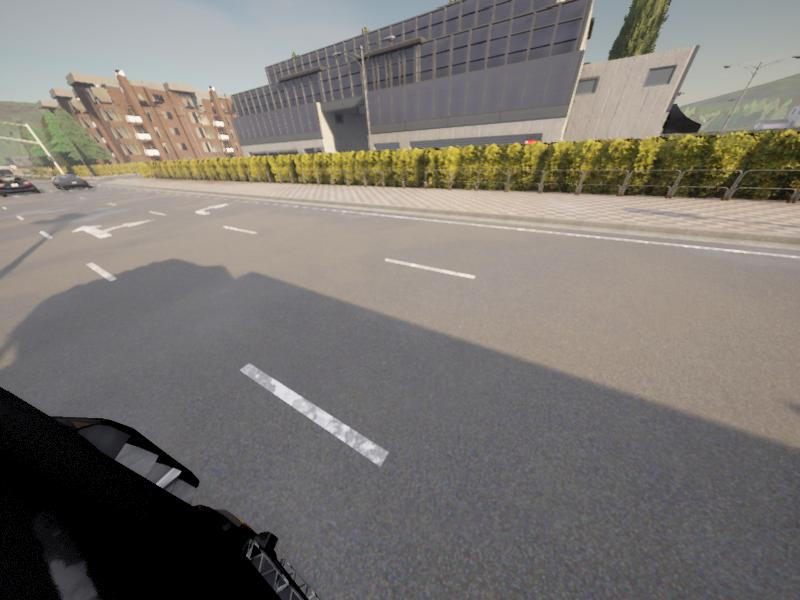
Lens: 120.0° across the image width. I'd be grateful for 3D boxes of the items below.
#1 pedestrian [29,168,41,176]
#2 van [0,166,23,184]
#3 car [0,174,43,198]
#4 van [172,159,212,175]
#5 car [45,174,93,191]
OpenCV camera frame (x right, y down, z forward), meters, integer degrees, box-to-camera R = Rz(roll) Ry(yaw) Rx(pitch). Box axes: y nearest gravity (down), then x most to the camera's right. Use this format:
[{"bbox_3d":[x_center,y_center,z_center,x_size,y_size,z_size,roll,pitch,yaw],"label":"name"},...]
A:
[{"bbox_3d":[-92.575,-32.477,58.646,0.751,1.860,0.751,17,38,27],"label":"pedestrian"},{"bbox_3d":[-72.244,-22.865,42.164,5.915,2.561,1.988,15,38,26],"label":"van"},{"bbox_3d":[-37.454,-11.128,22.360,4.611,1.667,2.242,17,38,27],"label":"car"},{"bbox_3d":[-35.893,-23.105,40.026,1.775,1.987,4.442,16,38,27],"label":"van"},{"bbox_3d":[-35.526,-12.672,24.804,4.181,1.385,1.994,16,38,26],"label":"car"}]
